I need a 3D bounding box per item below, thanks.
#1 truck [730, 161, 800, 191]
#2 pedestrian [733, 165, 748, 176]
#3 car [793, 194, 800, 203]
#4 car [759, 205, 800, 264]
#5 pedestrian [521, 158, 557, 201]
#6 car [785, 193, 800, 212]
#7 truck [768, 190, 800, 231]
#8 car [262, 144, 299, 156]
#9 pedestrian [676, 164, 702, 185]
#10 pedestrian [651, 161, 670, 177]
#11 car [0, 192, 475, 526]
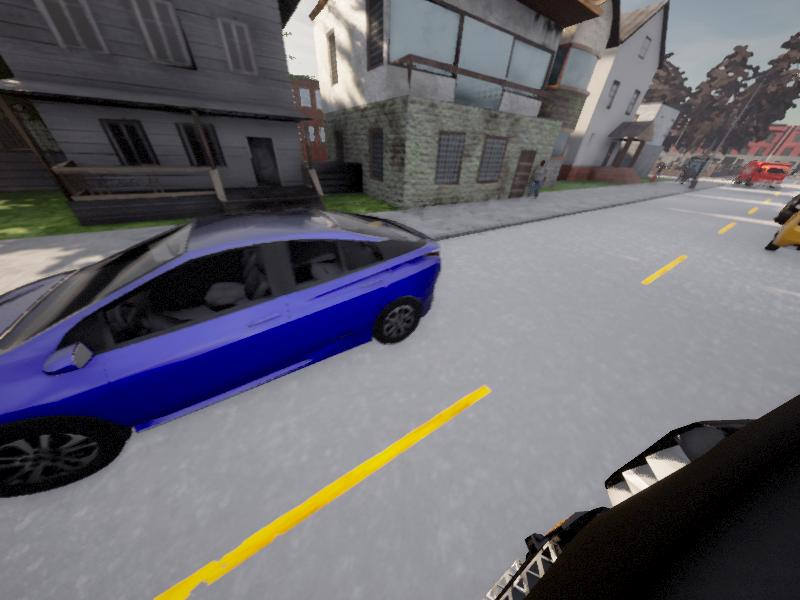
[{"bbox_3d":[41.530,-14.261,26.359,2.627,2.467,5.204,27,41,29],"label":"truck"},{"bbox_3d":[66.424,-25.207,45.082,0.751,1.860,0.751,-15,38,-25],"label":"pedestrian"},{"bbox_3d":[31.717,-8.116,17.156,3.988,1.617,1.851,-17,38,-27],"label":"car"},{"bbox_3d":[13.125,-2.164,6.831,5.008,1.535,1.882,-18,39,-28],"label":"car"},{"bbox_3d":[7.063,-6.147,11.835,0.751,1.860,0.751,-17,39,-28],"label":"pedestrian"},{"bbox_3d":[25.938,-6.215,13.938,4.902,1.511,2.128,-17,39,-28],"label":"car"},{"bbox_3d":[19.432,-4.391,10.161,6.274,2.098,2.390,-18,39,-28],"label":"truck"},{"bbox_3d":[-20.899,-26.366,40.595,5.366,1.575,1.801,-17,39,-28],"label":"car"},{"bbox_3d":[29.916,-13.034,23.941,0.751,1.860,0.751,-17,38,-27],"label":"pedestrian"},{"bbox_3d":[36.685,-18.387,32.516,0.751,1.860,0.751,7,34,6],"label":"pedestrian"},{"bbox_3d":[-1.643,-0.107,2.610,4.514,1.525,2.007,-18,39,-28],"label":"car"}]
